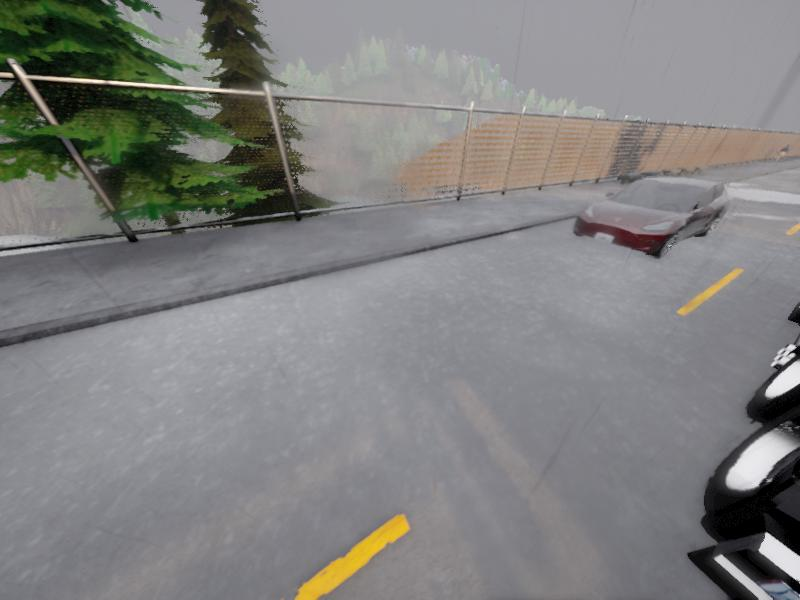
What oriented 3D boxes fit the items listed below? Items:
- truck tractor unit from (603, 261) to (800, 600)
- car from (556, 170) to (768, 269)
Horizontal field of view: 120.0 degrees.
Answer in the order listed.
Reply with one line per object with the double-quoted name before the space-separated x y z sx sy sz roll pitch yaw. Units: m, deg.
"truck tractor unit" 5.102 -0.311 0.788 6.516 4.208 3.053 -19 39 -24
"car" 7.064 -2.488 6.335 4.792 1.488 2.163 -17 38 -23
